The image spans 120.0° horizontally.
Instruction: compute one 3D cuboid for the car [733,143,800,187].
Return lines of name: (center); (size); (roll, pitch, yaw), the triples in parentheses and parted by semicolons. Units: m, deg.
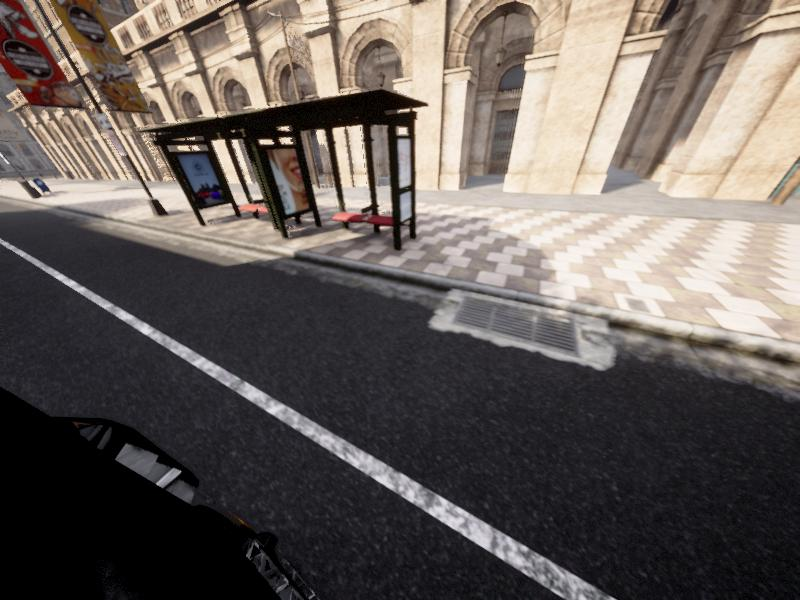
car: (18.376, -5.596, 9.475); (4.786, 1.482, 2.161); (14, 37, 24)
